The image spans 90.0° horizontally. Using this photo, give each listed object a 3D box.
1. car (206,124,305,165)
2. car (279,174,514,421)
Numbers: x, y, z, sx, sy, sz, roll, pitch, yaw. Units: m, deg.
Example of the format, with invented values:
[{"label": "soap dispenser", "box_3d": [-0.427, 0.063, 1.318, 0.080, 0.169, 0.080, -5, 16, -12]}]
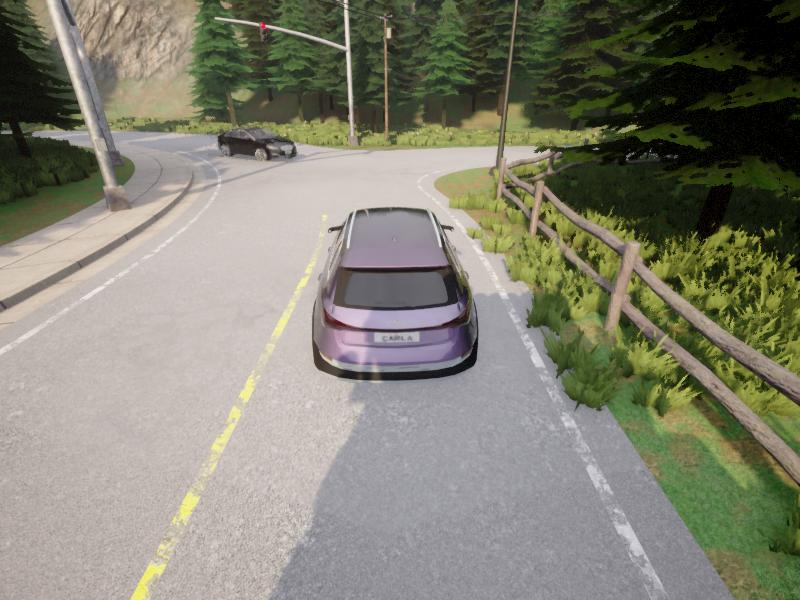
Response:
[{"label": "car", "box_3d": [-7.584, -8.223, 20.975, 4.902, 1.511, 2.128, 17, 32, 30]}, {"label": "car", "box_3d": [-0.114, -0.596, 5.992, 2.033, 1.649, 4.856, -1, 27, -2]}]
